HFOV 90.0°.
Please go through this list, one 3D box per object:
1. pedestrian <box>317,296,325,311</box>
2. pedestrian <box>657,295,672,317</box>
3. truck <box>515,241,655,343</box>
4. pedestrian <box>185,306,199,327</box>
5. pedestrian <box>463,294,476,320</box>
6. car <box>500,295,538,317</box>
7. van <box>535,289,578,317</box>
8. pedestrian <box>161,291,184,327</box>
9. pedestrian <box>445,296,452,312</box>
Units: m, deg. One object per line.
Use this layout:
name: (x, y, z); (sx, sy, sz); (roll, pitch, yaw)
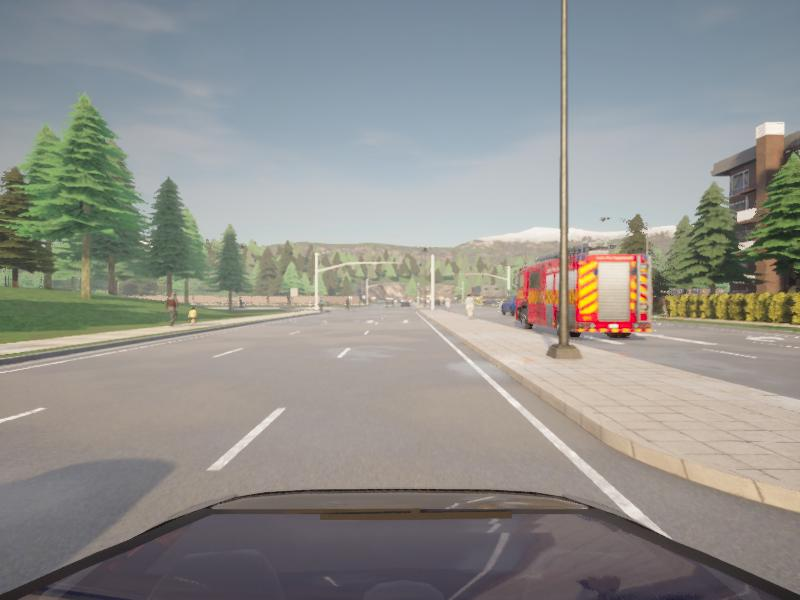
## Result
pedestrian: (-9.754, 0.474, 49.407); (0.751, 1.860, 0.751); (0, 0, 5)
pedestrian: (22.071, 0.487, 33.340); (0.751, 1.860, 0.751); (0, 0, 1)
truck: (8.127, -0.318, 19.197); (2.891, 3.827, 8.468); (0, 0, 0)
pedestrian: (-11.114, 0.854, 21.383); (0.500, 1.100, 0.500); (0, 0, 3)
pedestrian: (5.029, 0.486, 28.776); (0.751, 1.860, 0.751); (0, 0, -5)
car: (11.776, 0.570, 40.058); (2.150, 2.045, 5.566); (0, 0, 0)
van: (15.280, 0.318, 39.524); (1.988, 2.561, 5.915); (0, -1, 0)
pedestrian: (-11.956, 0.474, 21.024); (0.751, 1.860, 0.751); (0, 0, 4)
pedestrian: (5.798, 0.487, 48.134); (0.751, 1.860, 0.751); (0, 0, 0)
